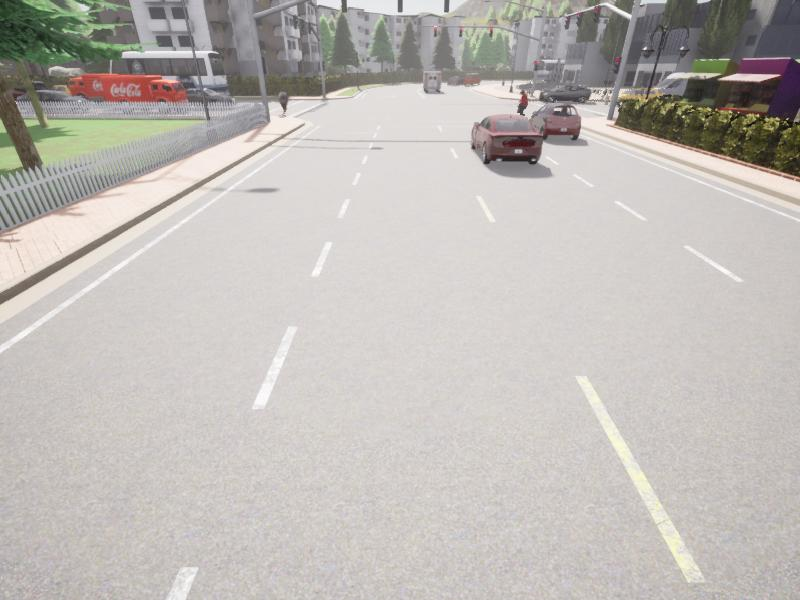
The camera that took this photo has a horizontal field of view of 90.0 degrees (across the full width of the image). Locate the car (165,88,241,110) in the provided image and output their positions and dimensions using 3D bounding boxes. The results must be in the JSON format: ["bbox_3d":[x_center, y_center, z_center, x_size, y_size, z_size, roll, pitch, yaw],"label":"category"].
[{"bbox_3d":[-15.990,-16.458,32.707,4.902,1.511,2.128,1,30,2],"label":"car"}]

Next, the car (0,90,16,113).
[{"bbox_3d":[-32.481,-14.982,30.195,4.892,1.490,1.837,1,30,2],"label":"car"}]

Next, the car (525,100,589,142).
[{"bbox_3d":[7.586,-8.884,19.717,1.845,1.501,3.633,2,30,3],"label":"car"}]

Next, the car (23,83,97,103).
[{"bbox_3d":[-33.286,-20.333,39.271,5.366,1.575,1.801,1,30,2],"label":"car"}]

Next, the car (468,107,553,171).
[{"bbox_3d":[3.931,-6.271,15.234,1.882,1.535,5.008,0,30,0],"label":"car"}]

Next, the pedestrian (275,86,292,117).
[{"bbox_3d":[-7.941,-13.540,27.315,0.751,1.860,0.751,-2,30,-3],"label":"pedestrian"}]

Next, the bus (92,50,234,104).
[{"bbox_3d":[-22.138,-21.224,38.150,10.273,4.253,3.944,1,30,2],"label":"bus"}]

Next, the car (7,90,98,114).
[{"bbox_3d":[-25.924,-14.864,29.992,4.892,1.490,1.837,1,30,2],"label":"car"}]

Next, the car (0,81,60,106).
[{"bbox_3d":[-33.734,-18.707,36.183,3.866,1.878,1.905,1,30,2],"label":"car"}]

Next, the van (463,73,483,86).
[{"bbox_3d":[13.315,-40.106,72.734,1.775,1.987,4.442,17,35,27],"label":"van"}]

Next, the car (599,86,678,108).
[{"bbox_3d":[20.484,-17.590,34.575,5.366,1.575,1.801,1,30,2],"label":"car"}]

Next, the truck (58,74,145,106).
[{"bbox_3d":[-26.580,-18.828,35.814,5.204,2.467,2.627,1,30,2],"label":"truck"}]

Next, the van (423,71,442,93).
[{"bbox_3d":[4.485,-30.580,55.983,2.351,2.431,6.366,1,30,2],"label":"van"}]

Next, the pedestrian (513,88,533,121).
[{"bbox_3d":[7.726,-12.300,25.192,0.751,1.860,0.751,0,30,1],"label":"pedestrian"}]

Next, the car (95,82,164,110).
[{"bbox_3d":[-22.060,-16.730,32.796,3.866,1.878,1.905,1,30,2],"label":"car"}]

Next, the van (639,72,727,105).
[{"bbox_3d":[26.147,-19.676,37.202,5.915,2.561,1.988,1,30,2],"label":"van"}]

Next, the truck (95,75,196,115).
[{"bbox_3d":[-18.572,-15.153,29.521,5.204,2.467,2.627,1,30,2],"label":"truck"}]

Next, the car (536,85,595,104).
[{"bbox_3d":[15.552,-19.420,37.766,4.514,1.525,2.007,1,30,2],"label":"car"}]

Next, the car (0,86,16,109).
[{"bbox_3d":[-35.741,-16.862,33.288,5.027,1.651,2.152,1,30,2],"label":"car"}]

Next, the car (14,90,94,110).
[{"bbox_3d":[-28.533,-16.591,33.148,4.718,1.301,1.895,1,30,2],"label":"car"}]

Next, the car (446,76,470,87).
[{"bbox_3d":[10.976,-41.277,75.383,2.152,1.651,5.027,20,36,30],"label":"car"}]
